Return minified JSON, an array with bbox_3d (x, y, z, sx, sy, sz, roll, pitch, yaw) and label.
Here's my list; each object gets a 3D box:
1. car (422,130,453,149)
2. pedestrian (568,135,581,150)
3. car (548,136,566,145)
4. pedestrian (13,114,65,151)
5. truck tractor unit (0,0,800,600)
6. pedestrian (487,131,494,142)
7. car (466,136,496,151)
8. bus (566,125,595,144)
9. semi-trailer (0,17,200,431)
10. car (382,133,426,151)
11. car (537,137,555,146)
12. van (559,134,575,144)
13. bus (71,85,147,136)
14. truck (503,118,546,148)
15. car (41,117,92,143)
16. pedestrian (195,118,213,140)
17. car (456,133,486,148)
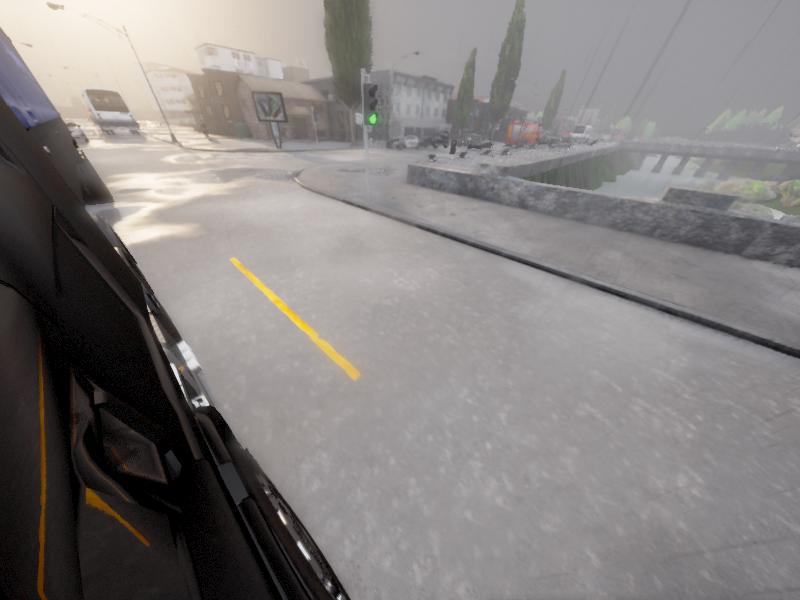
[{"bbox_3d":[4.860,-20.886,30.048,1.905,1.878,3.866,30,45,32],"label":"car"},{"bbox_3d":[28.054,-25.366,37.237,0.751,1.860,0.751,-17,41,-24],"label":"pedestrian"},{"bbox_3d":[36.732,-37.236,53.942,2.038,1.542,4.974,30,45,32],"label":"car"},{"bbox_3d":[-23.007,-10.675,14.774,0.751,1.860,0.751,-13,40,-20],"label":"pedestrian"},{"bbox_3d":[-2.645,-0.295,0.351,6.516,4.208,3.053,28,44,30],"label":"truck tractor unit"},{"bbox_3d":[19.170,-34.579,48.894,0.751,1.860,0.751,-22,44,-29],"label":"pedestrian"},{"bbox_3d":[10.774,-20.863,30.730,1.816,1.474,4.193,30,45,31],"label":"car"},{"bbox_3d":[53.093,-48.653,67.868,3.944,4.253,10.273,30,45,32],"label":"bus"},{"bbox_3d":[-8.577,-3.692,4.332,14.254,4.402,2.717,30,45,31],"label":"semi-trailer"},{"bbox_3d":[0.486,-17.976,26.220,2.038,1.542,4.974,31,45,32],"label":"car"},{"bbox_3d":[30.732,-33.436,48.629,1.816,1.474,4.193,30,45,32],"label":"car"},{"bbox_3d":[42.867,-41.242,59.301,1.775,1.987,4.442,30,45,32],"label":"van"},{"bbox_3d":[-36.554,-23.531,29.025,10.273,4.253,3.944,30,45,32],"label":"bus"},{"bbox_3d":[21.381,-28.466,39.512,2.891,3.827,8.468,30,45,32],"label":"truck"},{"bbox_3d":[-29.106,-14.897,20.242,3.988,1.617,1.851,30,45,31],"label":"car"},{"bbox_3d":[-21.351,-18.621,25.219,0.751,1.860,0.751,31,45,32],"label":"pedestrian"},{"bbox_3d":[10.973,-24.625,35.606,2.152,1.651,5.027,30,45,32],"label":"car"}]
